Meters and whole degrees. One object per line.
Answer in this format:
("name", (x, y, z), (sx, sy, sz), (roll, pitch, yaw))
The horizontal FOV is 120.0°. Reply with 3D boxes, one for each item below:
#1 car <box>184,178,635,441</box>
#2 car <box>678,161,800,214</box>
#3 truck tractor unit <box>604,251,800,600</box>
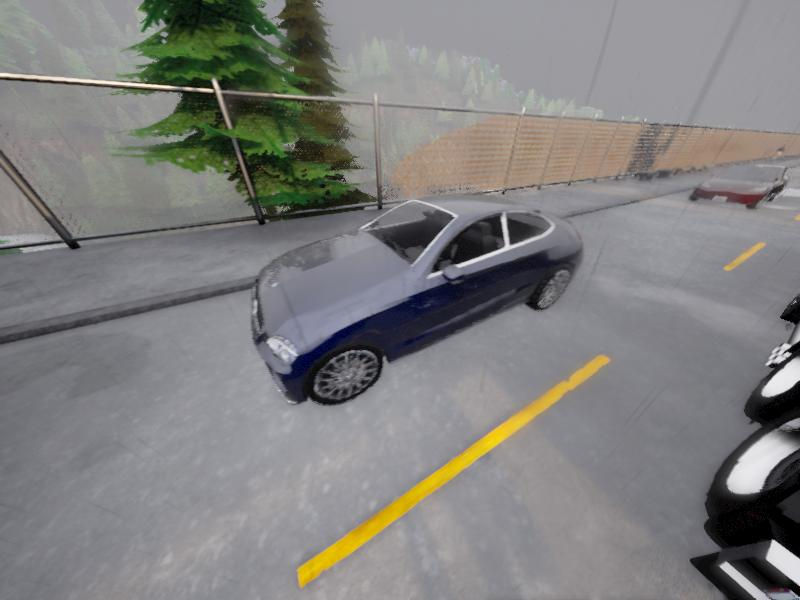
("car", (0.548, -0.600, 3.449), (5.027, 1.651, 2.152), (-17, 39, -24))
("car", (15.225, -5.137, 10.213), (4.792, 1.488, 2.163), (-17, 39, -24))
("truck tractor unit", (5.089, -0.322, 0.814), (6.516, 4.208, 3.053), (-19, 39, -25))
